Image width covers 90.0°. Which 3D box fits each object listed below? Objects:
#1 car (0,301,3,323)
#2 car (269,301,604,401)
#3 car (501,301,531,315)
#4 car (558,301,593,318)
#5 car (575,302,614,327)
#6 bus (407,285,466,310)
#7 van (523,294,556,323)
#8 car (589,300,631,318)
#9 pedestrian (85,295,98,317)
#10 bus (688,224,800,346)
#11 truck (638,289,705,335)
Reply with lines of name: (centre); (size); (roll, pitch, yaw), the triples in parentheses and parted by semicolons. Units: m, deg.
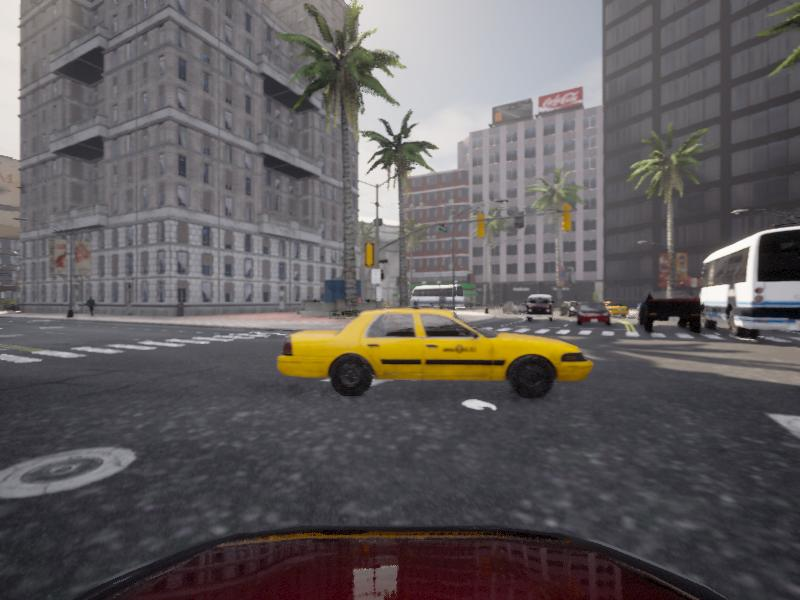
car: (-30.849, 0.861, 29.106); (3.705, 1.549, 1.789); (0, 0, 28)
car: (0.570, 0.808, 7.332); (5.366, 1.575, 1.801); (0, 0, 3)
car: (13.134, 0.864, 45.471); (1.845, 1.501, 3.633); (0, 0, -8)
car: (16.410, 0.881, 37.557); (1.970, 1.475, 3.806); (0, 0, 7)
car: (13.005, 0.870, 26.940); (2.163, 1.488, 4.792); (0, 0, 25)
bus: (6.472, -0.471, 72.493); (10.273, 4.253, 3.944); (0, 0, 41)
van: (10.601, 0.594, 30.146); (2.069, 2.038, 4.480); (0, 0, 23)
car: (20.086, 0.828, 38.558); (1.801, 1.575, 5.366); (0, 0, 7)
pedestrian: (-27.257, 0.535, 35.342); (0.751, 1.860, 0.751); (0, 0, 42)
bus: (16.558, -0.524, 18.485); (3.944, 4.253, 10.273); (0, 0, 28)
truck: (14.501, 0.556, 21.762); (2.390, 2.098, 6.274); (0, 0, 28)
